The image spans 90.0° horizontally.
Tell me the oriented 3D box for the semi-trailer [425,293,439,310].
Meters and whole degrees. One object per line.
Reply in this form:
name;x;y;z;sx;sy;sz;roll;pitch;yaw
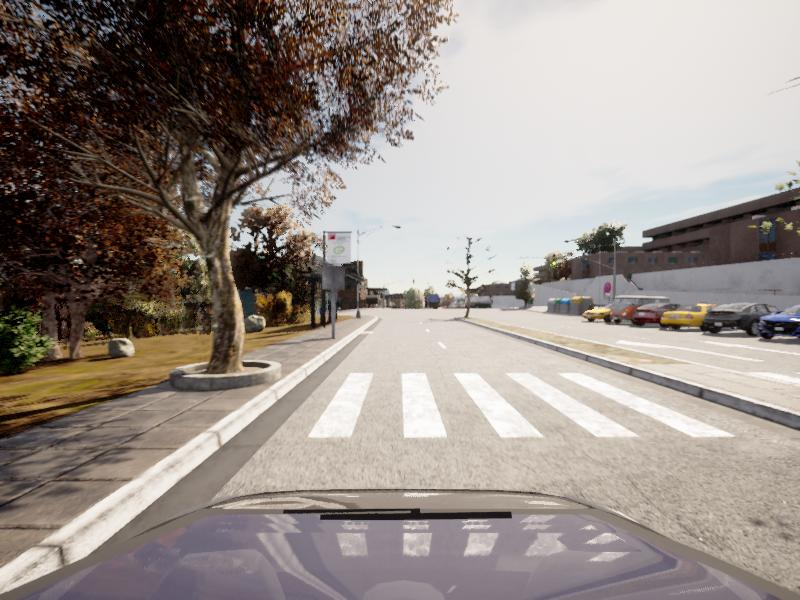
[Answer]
semi-trailer;8.879;0.563;112.351;2.717;4.402;14.254;0;-2;0

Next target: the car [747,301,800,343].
car;16.900;0.867;16.195;5.008;1.535;2.097;1;0;-20

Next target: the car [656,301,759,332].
car;17.071;0.895;22.228;5.366;1.575;1.946;1;-1;-20

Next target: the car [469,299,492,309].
car;16.825;0.941;83.354;4.442;1.987;1.878;1;-1;-20

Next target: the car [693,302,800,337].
car;16.889;0.882;19.180;4.892;1.521;2.231;1;-1;-20

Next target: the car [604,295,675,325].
car;16.795;0.700;28.086;4.442;1.987;1.878;1;0;-20

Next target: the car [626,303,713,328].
car;16.925;0.941;25.158;4.792;1.488;2.163;1;-1;-20

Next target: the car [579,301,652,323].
car;16.730;0.938;31.043;5.366;1.575;1.946;1;0;-20
